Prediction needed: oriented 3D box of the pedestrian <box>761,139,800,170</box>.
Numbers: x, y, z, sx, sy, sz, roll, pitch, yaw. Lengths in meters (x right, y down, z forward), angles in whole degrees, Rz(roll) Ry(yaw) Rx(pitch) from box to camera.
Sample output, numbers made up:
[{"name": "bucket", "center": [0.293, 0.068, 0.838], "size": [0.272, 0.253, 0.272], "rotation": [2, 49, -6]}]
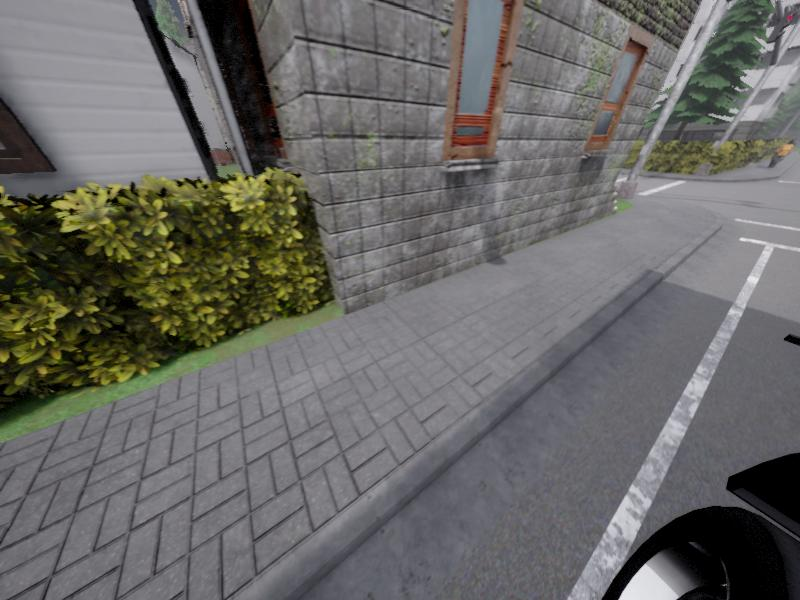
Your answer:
[{"name": "pedestrian", "center": [27.414, -10.455, 16.595], "size": [0.751, 1.860, 0.751], "rotation": [-30, 45, -35]}]

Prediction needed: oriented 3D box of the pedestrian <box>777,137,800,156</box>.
[{"name": "pedestrian", "center": [47.931, -18.888, 28.391], "size": [0.751, 1.860, 0.751], "rotation": [-20, 40, -26]}]

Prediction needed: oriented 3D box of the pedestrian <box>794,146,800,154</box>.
[{"name": "pedestrian", "center": [54.355, -20.438, 31.024], "size": [0.751, 1.300, 0.751], "rotation": [-10, 36, -13]}]

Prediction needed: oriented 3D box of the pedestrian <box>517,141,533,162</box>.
[{"name": "pedestrian", "center": [13.177, -15.616, 24.331], "size": [0.751, 1.860, 0.751], "rotation": [-30, 45, -35]}]

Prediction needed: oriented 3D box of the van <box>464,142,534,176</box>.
[{"name": "van", "center": [7.783, -11.530, 18.725], "size": [2.069, 2.038, 4.480], "rotation": [-21, 40, -27]}]
